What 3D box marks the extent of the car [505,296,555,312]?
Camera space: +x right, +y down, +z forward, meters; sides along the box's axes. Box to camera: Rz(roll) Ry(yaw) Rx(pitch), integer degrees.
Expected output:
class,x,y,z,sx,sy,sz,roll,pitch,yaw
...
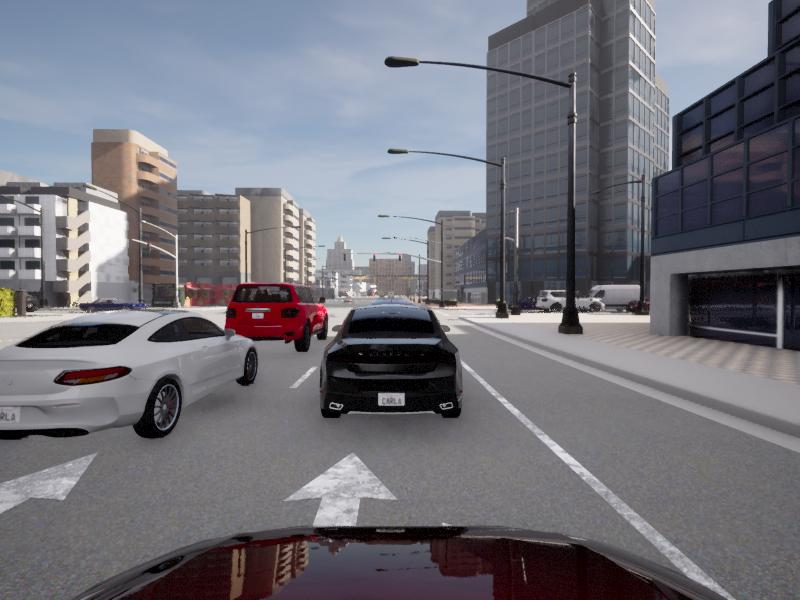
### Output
class,x,y,z,sx,sy,sz,roll,pitch,yaw
car,12.427,0.376,38.379,4.193,1.474,1.816,0,1,-1

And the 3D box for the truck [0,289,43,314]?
class,x,y,z,sx,sy,sz,roll,pitch,yaw
truck,-34.768,0.118,34.187,6.274,2.098,2.390,0,1,-1

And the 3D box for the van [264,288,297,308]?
class,x,y,z,sx,sy,sz,roll,pitch,yaw
van,-15.145,-0.233,51.184,2.351,2.431,6.366,0,0,-1

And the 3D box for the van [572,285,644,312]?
class,x,y,z,sx,sy,sz,roll,pitch,yaw
van,19.906,-0.155,38.479,5.915,2.561,1.988,0,1,-1

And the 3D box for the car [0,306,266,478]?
class,x,y,z,sx,sy,sz,roll,pitch,yaw
car,-3.631,0.861,5.908,1.812,1.442,4.674,0,0,-1

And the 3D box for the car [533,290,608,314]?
class,x,y,z,sx,sy,sz,roll,pitch,yaw
car,14.792,0.153,34.939,5.566,2.045,2.150,0,1,0

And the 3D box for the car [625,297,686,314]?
class,x,y,z,sx,sy,sz,roll,pitch,yaw
car,22.343,0.440,35.044,4.193,1.474,1.816,0,1,-1

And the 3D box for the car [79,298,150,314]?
class,x,y,z,sx,sy,sz,roll,pitch,yaw
car,-24.369,0.524,34.206,4.718,1.301,1.895,0,1,1

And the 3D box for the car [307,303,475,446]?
class,x,y,z,sx,sy,sz,roll,pitch,yaw
car,-0.149,0.835,6.827,1.837,1.490,4.892,0,0,-1

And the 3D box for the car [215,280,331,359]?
class,x,y,z,sx,sy,sz,roll,pitch,yaw
car,-3.796,0.479,13.206,2.150,2.045,5.566,0,1,-1

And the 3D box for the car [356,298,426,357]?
class,x,y,z,sx,sy,sz,roll,pitch,yaw
car,-0.289,0.737,13.310,1.882,1.535,5.008,0,1,-1
